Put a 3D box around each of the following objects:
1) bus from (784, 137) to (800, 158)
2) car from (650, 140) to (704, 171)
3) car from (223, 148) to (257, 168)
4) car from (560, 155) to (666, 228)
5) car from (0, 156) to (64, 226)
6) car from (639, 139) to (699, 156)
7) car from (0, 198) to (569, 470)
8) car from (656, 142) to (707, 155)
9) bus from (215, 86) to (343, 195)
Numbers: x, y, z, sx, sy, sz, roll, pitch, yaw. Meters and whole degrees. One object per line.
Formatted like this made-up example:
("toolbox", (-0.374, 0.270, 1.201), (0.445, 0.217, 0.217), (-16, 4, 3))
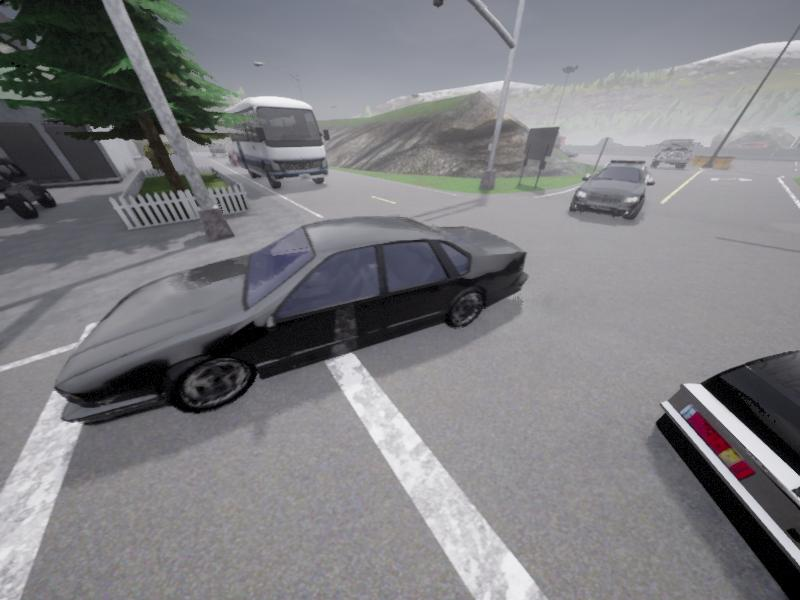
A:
("bus", (54.978, -18.605, 26.505), (3.944, 4.253, 10.273), (-25, 43, -31))
("car", (22.714, -11.954, 19.203), (1.932, 1.855, 4.605), (28, 40, 32))
("car", (-17.497, -15.589, 25.229), (2.007, 1.525, 4.514), (-25, 42, -31))
("car", (8.221, -4.382, 8.811), (2.038, 1.542, 4.974), (28, 46, 34))
("car", (-15.320, -4.127, 8.609), (1.905, 1.878, 3.866), (-26, 42, -31))
("car", (41.752, -23.902, 36.068), (2.150, 2.045, 5.566), (-25, 42, -31))
("car", (-0.628, -0.319, 3.230), (5.357, 1.411, 2.033), (-14, 37, -22))
("car", (45.221, -24.486, 37.228), (2.033, 1.649, 4.856), (-25, 42, -31))
("bus", (-8.327, -10.348, 15.321), (3.944, 4.253, 10.273), (-25, 42, -31))
